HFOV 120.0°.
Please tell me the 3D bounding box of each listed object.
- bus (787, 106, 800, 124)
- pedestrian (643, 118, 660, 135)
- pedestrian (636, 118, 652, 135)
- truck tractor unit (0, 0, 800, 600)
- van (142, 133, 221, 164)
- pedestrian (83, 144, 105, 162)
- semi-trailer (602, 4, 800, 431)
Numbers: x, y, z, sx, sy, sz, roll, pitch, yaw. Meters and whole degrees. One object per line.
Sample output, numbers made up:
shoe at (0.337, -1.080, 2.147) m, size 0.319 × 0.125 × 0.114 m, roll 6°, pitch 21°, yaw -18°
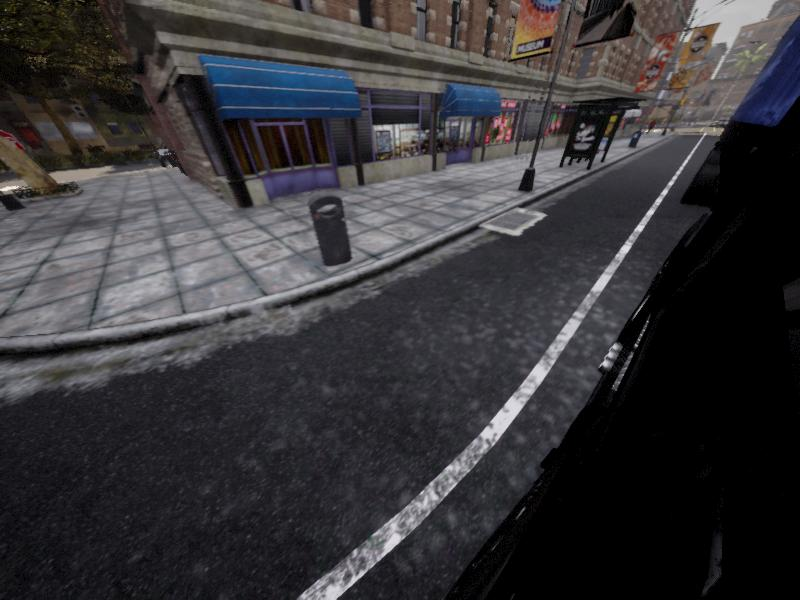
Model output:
bus at (82.979, -37.784, 45.890) m, size 10.273 × 4.253 × 3.944 m, roll -30°, pitch 45°, yaw -32°
pedestrian at (34.993, -24.154, 32.166) m, size 0.751 × 1.860 × 0.751 m, roll -23°, pitch 41°, yaw -25°
pedestrian at (34.594, -24.570, 32.750) m, size 0.751 × 1.860 × 0.751 m, roll -22°, pitch 41°, yaw -24°
truck tractor unit at (2.645, -0.295, 0.351) m, size 6.516 × 4.208 × 3.053 m, roll -28°, pitch 44°, yaw -30°
van at (-24.686, -17.369, 26.371) m, size 5.915 × 2.561 × 1.988 m, roll -30°, pitch 45°, yaw -32°
pedestrian at (-37.441, -18.010, 28.275) m, size 0.751 × 1.860 × 0.751 m, roll -30°, pitch 45°, yaw -32°
semi-trailer at (8.520, -3.705, 4.418) m, size 14.254 × 4.402 × 2.717 m, roll -30°, pitch 45°, yaw -32°
